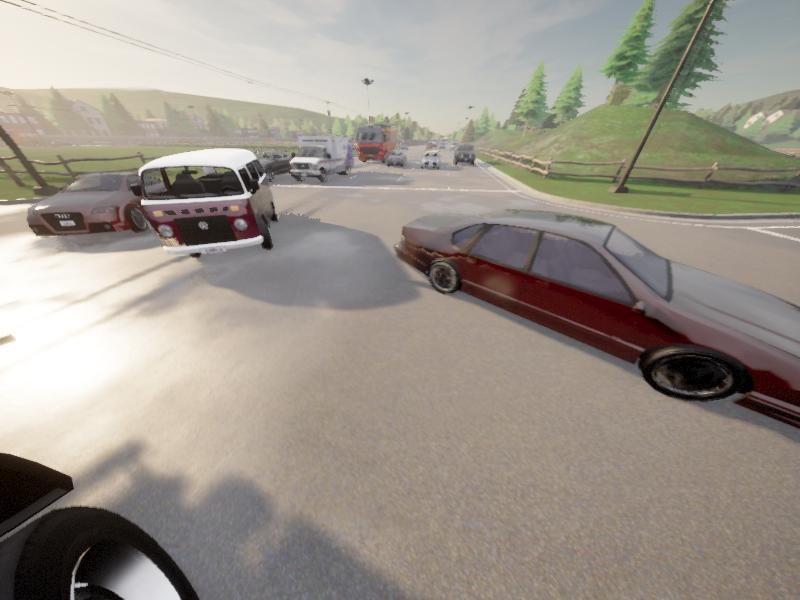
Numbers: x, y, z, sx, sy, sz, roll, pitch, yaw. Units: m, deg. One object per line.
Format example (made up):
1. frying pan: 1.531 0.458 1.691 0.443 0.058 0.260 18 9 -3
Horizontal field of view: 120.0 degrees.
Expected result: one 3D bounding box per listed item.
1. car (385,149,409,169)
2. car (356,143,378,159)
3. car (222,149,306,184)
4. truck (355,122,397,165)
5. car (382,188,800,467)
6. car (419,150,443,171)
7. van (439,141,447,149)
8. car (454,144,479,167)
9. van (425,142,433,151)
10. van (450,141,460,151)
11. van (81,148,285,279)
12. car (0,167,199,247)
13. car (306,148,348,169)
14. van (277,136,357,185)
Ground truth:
1. car: -0.235 -14.507 23.694 1.845 1.501 3.633 6 35 8
2. car: -4.912 -22.824 35.341 1.932 1.855 4.605 6 36 8
3. car: -8.890 -9.249 15.825 2.152 1.651 5.027 6 35 7
4. truck: -2.595 -19.436 28.765 2.891 3.827 8.468 6 35 8
5. car: 2.325 -0.532 3.616 5.357 1.411 2.033 28 43 34
6. car: 3.146 -13.888 22.910 1.970 1.475 3.806 6 35 8
7. van: 15.543 -55.786 83.021 2.351 2.431 6.366 6 35 8
8. car: 7.563 -16.983 26.979 2.150 2.045 5.566 6 35 8
9. van: 8.160 -42.797 64.449 1.775 1.987 4.442 6 35 8
10. van: 15.528 -43.817 65.676 2.351 2.431 6.366 6 35 8
11. van: -4.454 -2.640 5.969 2.069 2.038 4.480 -12 36 -17
12. car: -8.744 -3.166 7.237 1.994 1.385 4.181 -7 35 -11
13. car: -7.302 -14.658 23.817 2.163 1.488 4.792 6 35 8
14. van: -5.261 -9.879 16.099 2.351 2.431 6.366 6 35 7
